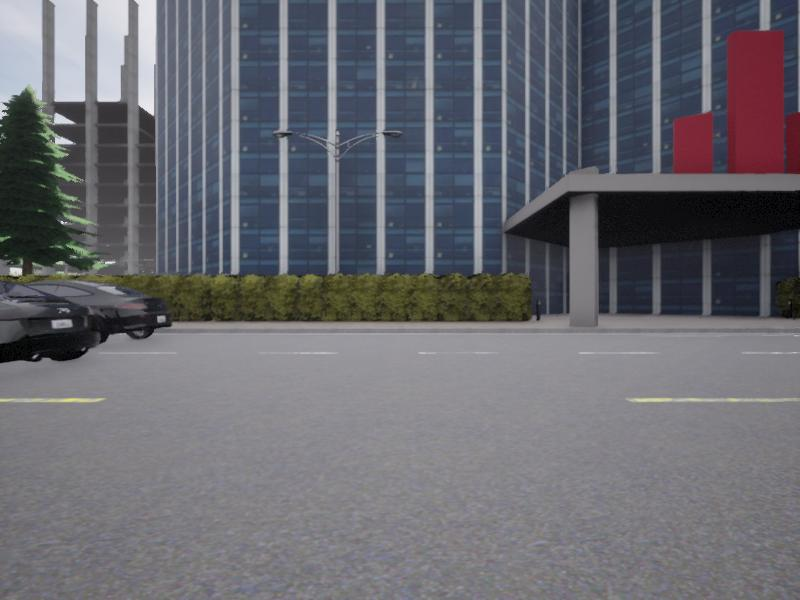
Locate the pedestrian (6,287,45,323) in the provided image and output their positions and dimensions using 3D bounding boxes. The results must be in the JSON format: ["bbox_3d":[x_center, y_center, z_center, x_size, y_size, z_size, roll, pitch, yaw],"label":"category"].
[{"bbox_3d":[-13.882,0.175,14.845,0.751,1.300,0.751,0,0,0],"label":"pedestrian"}]

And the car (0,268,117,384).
[{"bbox_3d":[-6.858,0.313,5.723,4.181,1.385,1.994,0,0,-1],"label":"car"}]

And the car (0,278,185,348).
[{"bbox_3d":[-7.786,0.276,9.216,4.674,1.442,1.812,0,0,0],"label":"car"}]
